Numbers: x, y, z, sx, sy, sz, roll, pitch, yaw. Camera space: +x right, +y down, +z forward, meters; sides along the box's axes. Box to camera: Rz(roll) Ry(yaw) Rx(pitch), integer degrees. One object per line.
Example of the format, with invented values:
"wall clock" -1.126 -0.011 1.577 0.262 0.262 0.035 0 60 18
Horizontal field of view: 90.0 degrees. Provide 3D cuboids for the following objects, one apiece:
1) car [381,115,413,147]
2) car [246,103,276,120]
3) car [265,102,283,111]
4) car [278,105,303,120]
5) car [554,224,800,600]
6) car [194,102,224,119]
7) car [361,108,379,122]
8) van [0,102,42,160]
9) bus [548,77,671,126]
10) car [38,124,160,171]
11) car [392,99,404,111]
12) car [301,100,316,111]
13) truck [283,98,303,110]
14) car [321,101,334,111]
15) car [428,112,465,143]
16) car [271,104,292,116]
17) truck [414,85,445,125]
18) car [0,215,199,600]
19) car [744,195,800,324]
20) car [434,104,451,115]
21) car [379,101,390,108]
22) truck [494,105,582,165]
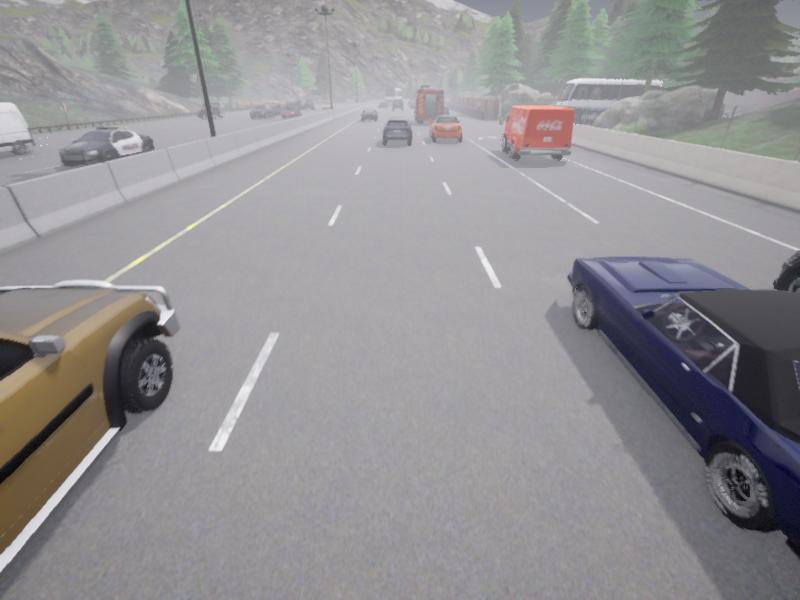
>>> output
"car" -0.175 -11.692 27.443 2.033 1.649 4.856 0 27 0
"car" -17.754 -24.202 51.367 2.097 1.767 4.553 0 27 0
"car" -24.898 -38.397 79.186 2.128 1.511 4.902 0 27 0
"car" -14.259 -24.648 52.545 2.007 1.525 4.514 0 27 0
"car" 3.492 0.525 4.177 1.895 1.301 4.718 0 27 0
"car" -24.758 -24.637 52.057 1.905 1.878 3.866 0 27 0
"car" -3.746 -23.201 50.064 1.895 1.301 4.718 0 27 0
"van" -21.089 -8.050 19.265 1.988 2.561 5.915 0 27 0
"bus" 22.037 -21.248 42.827 10.273 4.253 3.944 1 27 0
"car" -14.088 -7.449 19.237 2.038 1.542 4.974 0 28 0
"car" -0.402 -39.117 80.089 2.150 2.045 5.566 0 27 0
"car" -17.895 -38.169 78.325 1.905 1.878 3.866 0 27 0
"truck" -21.404 -39.339 80.312 2.390 2.098 6.274 0 27 0
"car" -14.401 -38.676 79.686 1.801 1.575 5.366 0 27 0
"car" 3.265 -12.565 28.976 2.097 1.767 4.553 0 27 0
"car" -17.847 -28.755 60.471 1.851 1.617 3.988 0 27 0
"truck" 3.278 -22.800 46.578 2.891 3.827 8.468 0 27 0
"car" -3.497 0.995 2.588 1.932 1.855 4.605 0 27 0
"car" 6.989 0.232 4.405 2.033 1.649 4.856 0 27 0
"car" 6.679 -30.470 64.007 2.163 1.488 4.792 0 27 0
"car" -3.614 -45.598 93.228 2.163 1.488 4.792 2 27 4
"truck" 6.900 -8.773 20.921 2.627 2.467 5.204 0 27 0
